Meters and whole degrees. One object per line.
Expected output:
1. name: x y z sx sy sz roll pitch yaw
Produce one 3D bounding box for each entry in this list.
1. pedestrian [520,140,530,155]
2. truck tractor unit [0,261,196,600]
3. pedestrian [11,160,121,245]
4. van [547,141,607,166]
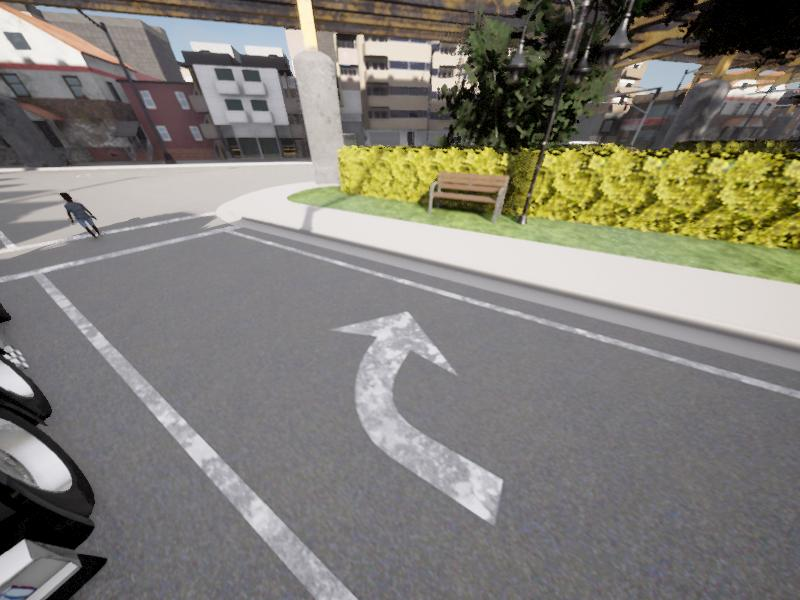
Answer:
1. pedestrian: 18.934 -23.032 34.986 0.751 1.860 0.751 5 35 8
2. truck tractor unit: -5.109 -0.301 0.792 6.516 4.208 3.053 18 39 25
3. pedestrian: -8.513 -2.509 5.991 0.751 1.860 0.751 20 40 26
4. van: 18.411 -15.431 24.221 4.480 2.038 2.069 -9 36 -12
